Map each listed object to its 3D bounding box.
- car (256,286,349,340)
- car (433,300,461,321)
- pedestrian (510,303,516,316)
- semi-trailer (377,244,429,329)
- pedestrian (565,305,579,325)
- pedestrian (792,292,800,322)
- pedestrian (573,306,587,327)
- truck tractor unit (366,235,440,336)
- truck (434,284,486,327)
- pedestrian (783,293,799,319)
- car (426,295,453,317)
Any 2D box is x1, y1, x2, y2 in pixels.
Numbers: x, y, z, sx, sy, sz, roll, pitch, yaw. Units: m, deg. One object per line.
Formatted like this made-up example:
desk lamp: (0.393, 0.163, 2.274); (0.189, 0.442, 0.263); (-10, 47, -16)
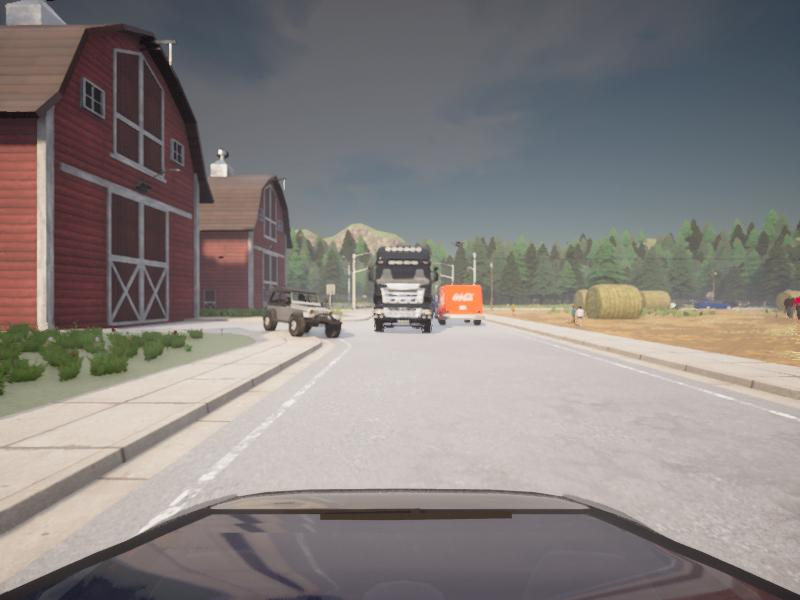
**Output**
car: (-4.051, 0.471, 16.292); (1.905, 1.878, 3.866); (8, -3, -42)
car: (3.716, 0.782, 32.182); (1.789, 1.549, 3.705); (0, 0, 0)
pedestrian: (10.083, 0.829, 35.616); (0.500, 1.100, 0.500); (0, 0, 11)
semi-trailer: (0.239, -0.660, 27.869); (2.717, 4.402, 14.254); (0, 0, 1)
pedestrian: (9.802, 0.841, 22.779); (0.500, 1.100, 0.500); (0, 0, -14)
pedestrian: (25.264, 0.456, 25.209); (0.751, 1.860, 0.751); (0, 0, 41)
pedestrian: (9.422, 0.843, 20.935); (0.500, 1.100, 0.500); (0, 0, 2)
truck tractor unit: (0.163, -0.598, 19.949); (3.053, 4.208, 6.516); (1, 0, 1)
truck: (3.675, 0.329, 25.671); (2.627, 2.467, 5.204); (0, 0, 1)
pedestrian: (28.310, 0.451, 28.985); (0.751, 1.860, 0.751); (0, 0, -40)
car: (3.752, 0.529, 38.813); (2.150, 2.045, 5.566); (0, 0, 1)
